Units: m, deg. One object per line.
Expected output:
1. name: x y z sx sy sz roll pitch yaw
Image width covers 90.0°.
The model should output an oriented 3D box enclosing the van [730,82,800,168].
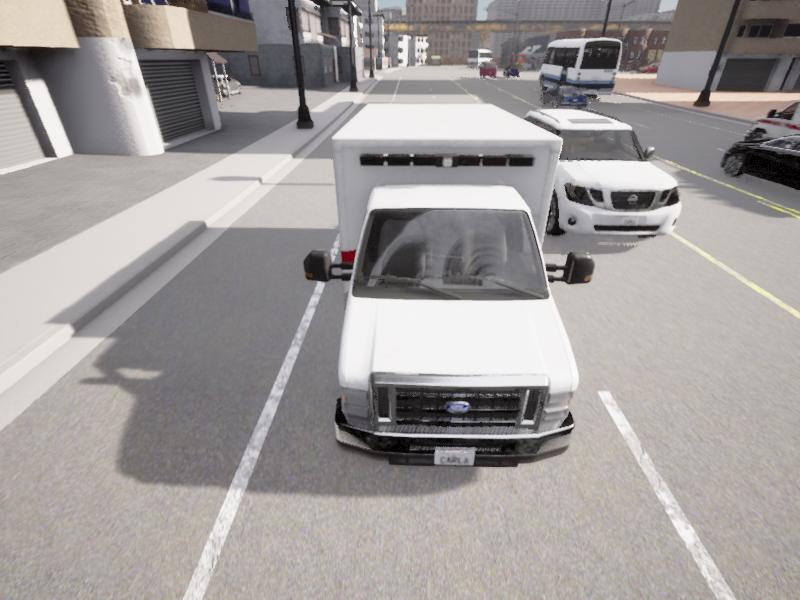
1. van: 14.680 -5.598 13.064 2.351 2.431 6.366 1 31 1

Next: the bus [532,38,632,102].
1. bus: 15.136 -20.208 34.857 3.944 4.253 10.273 1 33 1

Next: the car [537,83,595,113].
1. car: 11.570 -14.402 28.377 2.033 1.411 5.357 1 32 1

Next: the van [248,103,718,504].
1. van: 0.474 -1.036 5.365 2.351 2.431 6.366 1 30 1

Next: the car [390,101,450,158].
1. car: 0.762 -7.232 16.677 2.128 1.511 4.902 1 31 1

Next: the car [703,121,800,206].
1. car: 11.112 -3.716 10.812 2.128 1.511 4.902 1 31 1

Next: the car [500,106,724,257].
1. car: 4.084 -3.099 9.247 2.150 2.045 5.566 0 31 1

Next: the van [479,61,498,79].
1. van: 12.294 -32.174 55.947 1.775 1.987 4.442 1 32 1

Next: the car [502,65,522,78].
1. car: 15.817 -32.500 56.874 1.845 1.501 3.633 1 32 1

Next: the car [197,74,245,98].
1. car: -14.308 -17.312 32.279 1.970 1.475 3.806 1 32 1

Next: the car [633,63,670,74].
1. car: 43.489 -40.043 69.210 4.611 1.667 2.242 1 31 2

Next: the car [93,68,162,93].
1. car: -22.380 -18.278 33.164 2.152 1.636 5.027 1 31 1
